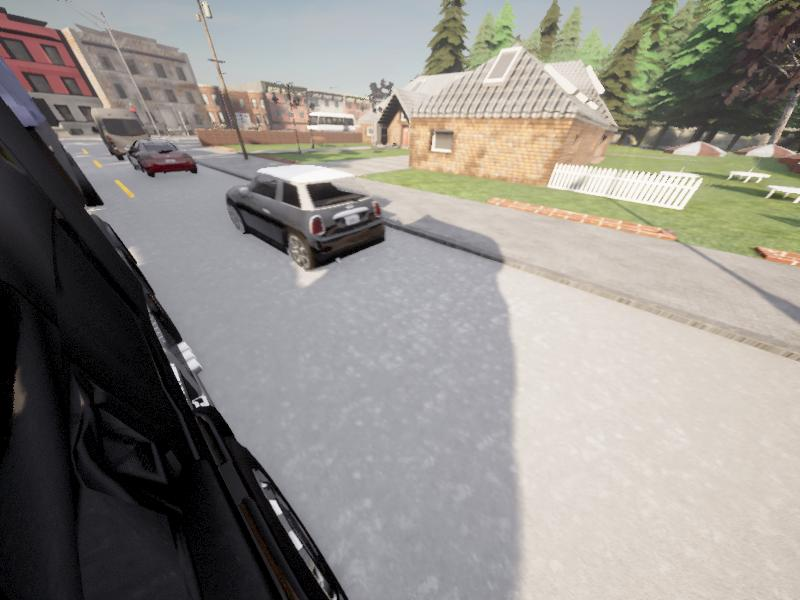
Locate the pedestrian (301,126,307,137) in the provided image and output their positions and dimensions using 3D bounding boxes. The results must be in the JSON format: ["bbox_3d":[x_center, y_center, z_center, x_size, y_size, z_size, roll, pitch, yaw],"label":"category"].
[{"bbox_3d":[-21.196,-37.274,51.043,0.751,1.860,0.751,28,44,30],"label":"pedestrian"}]

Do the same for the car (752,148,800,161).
[{"bbox_3d":[67.812,-25.973,41.149,5.238,1.638,1.930,28,44,30],"label":"car"}]

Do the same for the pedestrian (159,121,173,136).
[{"bbox_3d":[-35.035,-25.657,34.578,0.751,1.860,0.751,-29,47,-35],"label":"pedestrian"}]

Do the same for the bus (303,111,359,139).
[{"bbox_3d":[-13.949,-36.214,48.118,3.944,4.253,10.273,28,44,30],"label":"bus"}]

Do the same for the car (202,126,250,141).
[{"bbox_3d":[-24.951,-24.043,33.416,1.882,1.535,5.008,28,43,30],"label":"car"}]

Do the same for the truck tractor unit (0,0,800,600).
[{"bbox_3d":[-2.645,-0.295,0.351,6.516,4.208,3.053,28,44,30],"label":"truck tractor unit"}]

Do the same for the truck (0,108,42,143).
[{"bbox_3d":[-36.944,-15.192,20.086,5.204,2.467,2.627,-18,40,-24],"label":"truck"}]

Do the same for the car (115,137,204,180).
[{"bbox_3d":[-11.982,-7.169,11.491,4.181,1.385,1.994,28,43,30],"label":"car"}]

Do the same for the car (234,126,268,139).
[{"bbox_3d":[-24.782,-27.908,38.577,1.851,1.617,3.988,28,43,30],"label":"car"}]

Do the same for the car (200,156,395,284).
[{"bbox_3d":[-2.202,-2.065,5.032,3.806,1.475,1.970,28,44,30],"label":"car"}]

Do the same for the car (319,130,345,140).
[{"bbox_3d":[-13.149,-32.079,44.944,1.812,1.442,4.674,28,44,30],"label":"car"}]

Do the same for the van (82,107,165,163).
[{"bbox_3d":[-18.122,-10.826,15.117,5.915,2.561,1.988,28,44,31],"label":"van"}]

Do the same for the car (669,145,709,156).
[{"bbox_3d":[58.775,-30.648,47.144,4.902,1.511,2.128,28,44,30],"label":"car"}]

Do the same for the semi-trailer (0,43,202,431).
[{"bbox_3d":[-8.711,-3.571,4.251,14.254,4.402,2.717,28,44,30],"label":"semi-trailer"}]
